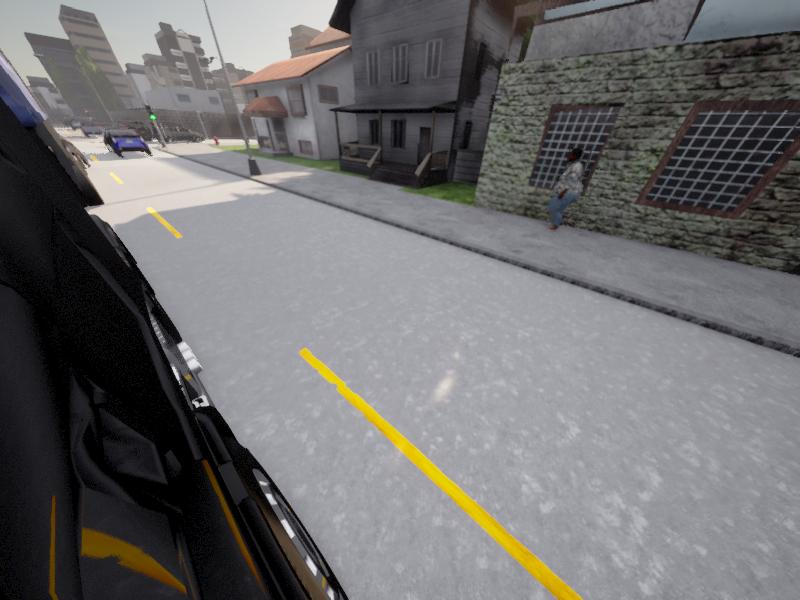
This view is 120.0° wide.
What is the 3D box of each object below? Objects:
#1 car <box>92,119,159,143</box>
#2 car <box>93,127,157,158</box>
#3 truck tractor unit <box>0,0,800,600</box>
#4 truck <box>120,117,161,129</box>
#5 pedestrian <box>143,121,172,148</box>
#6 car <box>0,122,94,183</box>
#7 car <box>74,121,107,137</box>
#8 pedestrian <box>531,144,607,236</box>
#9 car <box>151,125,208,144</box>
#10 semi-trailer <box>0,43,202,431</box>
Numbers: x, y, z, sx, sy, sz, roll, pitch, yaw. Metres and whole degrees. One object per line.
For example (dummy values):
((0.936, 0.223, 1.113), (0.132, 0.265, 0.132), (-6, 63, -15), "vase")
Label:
((-29.405, -18.226, 24.955), (1.905, 1.878, 3.866), (16, 38, 18), "car")
((-19.500, -11.227, 16.379), (4.514, 1.525, 2.007), (28, 44, 30), "car")
((-2.645, -0.295, 0.351), (6.516, 4.208, 3.053), (28, 44, 30), "truck tractor unit")
((-65.098, -44.434, 58.113), (2.390, 2.098, 6.274), (28, 44, 30), "truck")
((-20.646, -14.118, 19.716), (0.751, 1.860, 0.751), (8, 37, 8), "pedestrian")
((-15.567, -6.500, 10.054), (4.605, 1.855, 1.932), (30, 45, 35), "car")
((-39.470, -21.767, 29.473), (3.633, 1.501, 1.845), (28, 44, 30), "car")
((4.041, -2.651, 5.631), (0.751, 1.860, 0.751), (28, 44, 30), "pedestrian")
((-24.600, -18.586, 25.941), (1.851, 1.617, 3.988), (22, 41, 24), "car")
((-8.697, -3.591, 4.249), (14.254, 4.402, 2.717), (28, 44, 30), "semi-trailer")
